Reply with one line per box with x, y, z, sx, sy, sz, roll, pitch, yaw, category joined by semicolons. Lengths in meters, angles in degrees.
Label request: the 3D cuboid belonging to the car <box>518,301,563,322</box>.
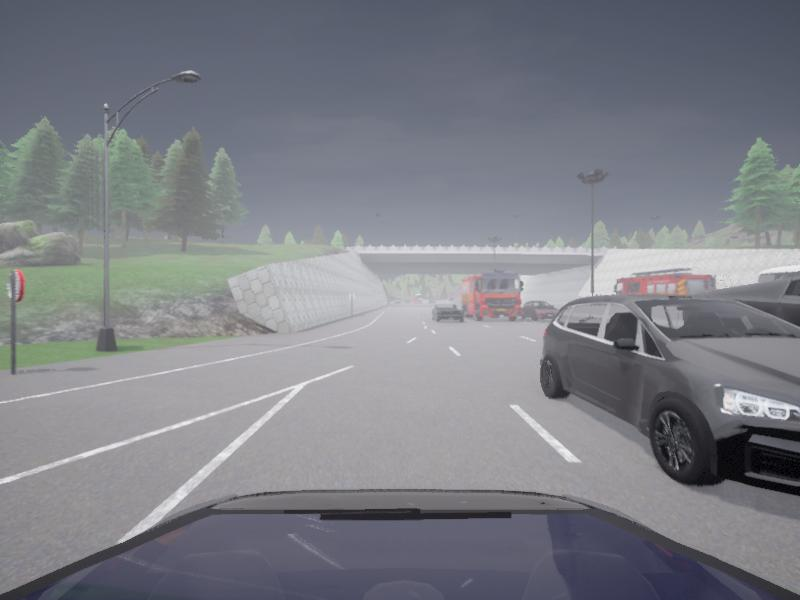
10.340;0.805;29.753;1.816;1.474;4.193;0;0;0;car

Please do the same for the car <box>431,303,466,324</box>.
3.345;0.896;28.407;1.895;1.301;4.718;0;0;0;car

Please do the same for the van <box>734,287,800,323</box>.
27.845;0.330;28.770;2.351;2.431;6.366;0;0;0;van

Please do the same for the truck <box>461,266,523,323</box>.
6.827;-0.373;31.162;2.891;3.827;8.468;0;0;0;truck

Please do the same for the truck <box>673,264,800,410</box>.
6.950;0.534;5.279;2.390;2.098;6.274;0;0;0;truck

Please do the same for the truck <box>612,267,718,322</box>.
20.833;-0.375;32.280;2.891;3.827;8.468;0;0;0;truck

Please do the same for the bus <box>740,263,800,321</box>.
31.221;-0.584;29.223;3.944;4.253;10.273;0;0;0;bus

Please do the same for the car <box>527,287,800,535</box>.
3.452;0.748;4.996;2.242;1.667;4.611;0;0;0;car
